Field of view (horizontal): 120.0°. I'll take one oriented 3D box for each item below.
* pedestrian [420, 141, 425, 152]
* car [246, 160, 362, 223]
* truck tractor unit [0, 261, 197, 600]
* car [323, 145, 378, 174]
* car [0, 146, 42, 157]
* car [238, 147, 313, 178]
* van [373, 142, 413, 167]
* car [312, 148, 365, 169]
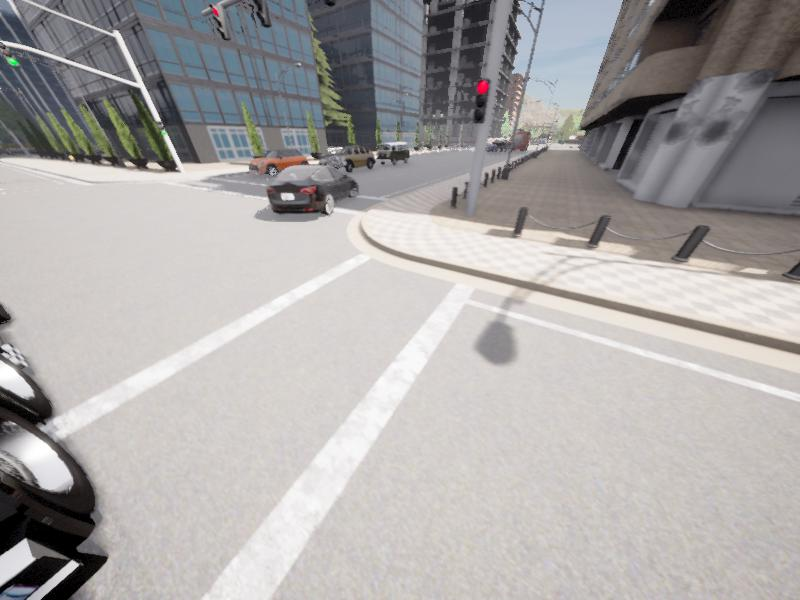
[{"bbox_3d":[4.415,-30.133,45.307,0.751,1.860,0.751,22,41,29],"label":"pedestrian"},{"bbox_3d":[-3.254,-4.550,9.208,2.163,1.488,4.792,4,35,6],"label":"car"},{"bbox_3d":[-5.104,-0.309,0.776,6.516,4.208,3.053,19,39,24],"label":"truck tractor unit"},{"bbox_3d":[-4.115,-12.285,20.002,1.932,1.855,4.605,18,39,25],"label":"car"},{"bbox_3d":[-78.246,-30.371,47.138,5.238,1.638,1.930,-27,43,-33],"label":"car"},{"bbox_3d":[-9.540,-10.936,18.193,2.097,1.767,4.553,19,39,25],"label":"car"},{"bbox_3d":[-0.652,-15.701,24.739,2.069,2.038,4.480,18,39,25],"label":"van"},{"bbox_3d":[-5.980,-14.245,23.164,2.128,1.511,4.902,18,39,25],"label":"car"}]
